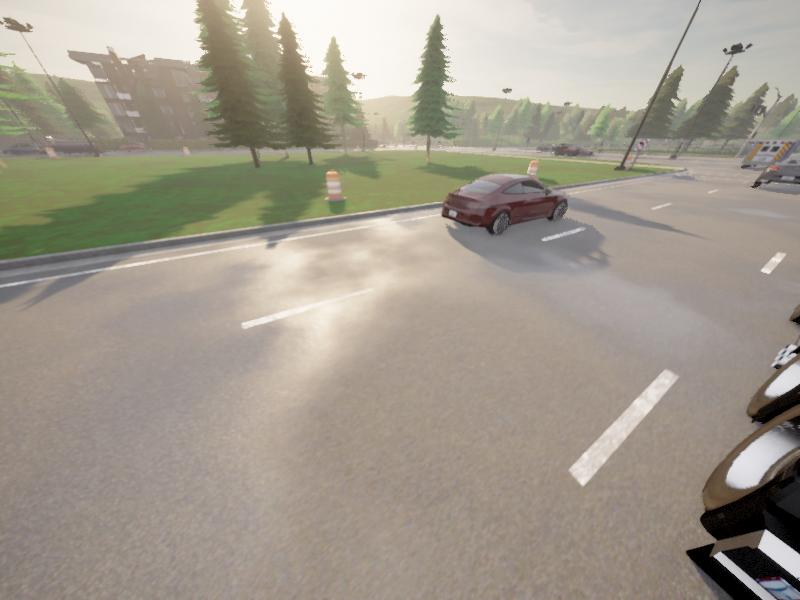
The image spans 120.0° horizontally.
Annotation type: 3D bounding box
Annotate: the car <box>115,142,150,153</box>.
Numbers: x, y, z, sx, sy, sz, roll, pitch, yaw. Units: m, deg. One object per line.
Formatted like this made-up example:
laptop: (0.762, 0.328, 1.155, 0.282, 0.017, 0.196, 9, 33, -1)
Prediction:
car: (-50.172, -28.724, 43.449, 3.705, 1.549, 1.789, -18, 39, -24)

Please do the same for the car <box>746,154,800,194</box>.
car: (23.212, -7.430, 13.487, 5.027, 1.651, 2.152, -18, 39, -24)

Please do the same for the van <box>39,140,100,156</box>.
van: (-48.554, -22.503, 34.158, 4.442, 1.987, 1.775, -18, 39, -24)

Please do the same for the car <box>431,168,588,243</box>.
car: (3.498, -3.250, 7.448, 4.674, 1.442, 1.812, -18, 39, -24)

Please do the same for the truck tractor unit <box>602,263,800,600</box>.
truck tractor unit: (5.112, -0.299, 0.785, 6.516, 4.208, 3.053, -18, 39, -24)

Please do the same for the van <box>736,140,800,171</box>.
van: (37.955, -14.862, 23.604, 6.366, 2.431, 2.351, -18, 39, -24)

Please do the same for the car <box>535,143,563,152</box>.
car: (35.814, -36.786, 55.786, 1.930, 1.638, 5.238, -18, 39, -24)

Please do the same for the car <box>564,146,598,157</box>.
car: (32.431, -26.742, 41.556, 1.994, 1.385, 4.181, -18, 39, -24)

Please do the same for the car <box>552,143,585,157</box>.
car: (29.205, -26.167, 40.242, 1.905, 1.878, 3.866, -18, 39, -24)

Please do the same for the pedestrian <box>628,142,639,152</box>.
pedestrian: (52.093, -34.029, 51.476, 0.751, 1.860, 0.751, -15, 38, -21)

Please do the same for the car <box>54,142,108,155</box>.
car: (-53.214, -25.425, 38.701, 4.611, 1.667, 2.242, -18, 39, -24)
